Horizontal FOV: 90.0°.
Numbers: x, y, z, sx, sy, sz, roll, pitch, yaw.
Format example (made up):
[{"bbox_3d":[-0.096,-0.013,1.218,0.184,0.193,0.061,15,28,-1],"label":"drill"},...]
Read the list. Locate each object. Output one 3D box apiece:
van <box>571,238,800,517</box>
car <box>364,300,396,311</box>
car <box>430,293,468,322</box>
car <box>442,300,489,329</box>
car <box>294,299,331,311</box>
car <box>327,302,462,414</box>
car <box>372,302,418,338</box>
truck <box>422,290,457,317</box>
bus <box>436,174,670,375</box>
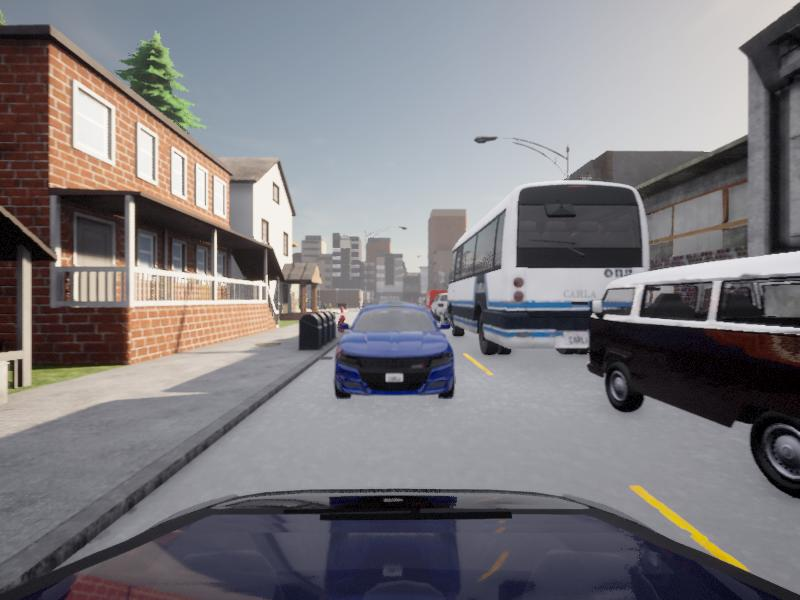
[{"bbox_3d":[3.939,0.565,4.513,2.069,2.038,4.480,0,0,-1],"label":"van"},{"bbox_3d":[-2.787,0.777,55.665,4.193,1.474,1.816,0,0,25],"label":"car"},{"bbox_3d":[3.657,0.525,30.835,2.150,2.045,5.566,0,0,-1],"label":"car"},{"bbox_3d":[3.723,0.795,23.554,2.007,1.525,4.514,0,0,-1],"label":"car"},{"bbox_3d":[-12.375,0.700,56.955,4.856,1.649,2.033,-1,0,-1],"label":"car"},{"bbox_3d":[-0.104,0.811,8.061,1.882,1.535,5.008,0,0,-1],"label":"car"},{"bbox_3d":[-0.226,0.819,18.695,1.837,1.490,4.892,0,0,-1],"label":"car"},{"bbox_3d":[3.662,0.304,38.302,2.627,2.467,5.204,0,0,-2],"label":"truck"},{"bbox_3d":[3.712,-0.553,13.624,3.944,4.253,10.273,0,0,-1],"label":"bus"}]
